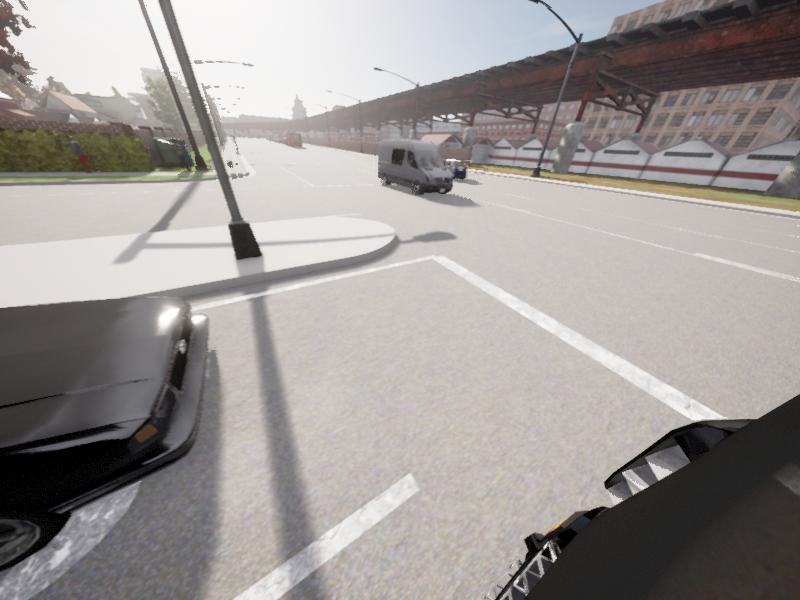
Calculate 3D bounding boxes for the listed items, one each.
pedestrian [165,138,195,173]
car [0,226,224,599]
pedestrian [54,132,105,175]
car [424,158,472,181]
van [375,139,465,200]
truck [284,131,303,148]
[{"bbox_3d":[-13.899,-9.146,14.662,0.751,1.860,0.751,-22,41,-32],"label":"pedestrian"},{"bbox_3d":[-4.147,1.006,0.861,5.357,1.411,2.033,-17,38,-27],"label":"car"},{"bbox_3d":[-17.194,-7.870,12.473,0.751,1.860,0.751,-18,39,-29],"label":"pedestrian"},{"bbox_3d":[4.163,-11.674,20.591,1.970,1.475,3.806,-16,38,-27],"label":"car"},{"bbox_3d":[0.759,-7.890,13.644,1.988,2.561,5.915,-16,38,-27],"label":"van"},{"bbox_3d":[-31.320,-47.360,67.961,2.891,3.827,8.468,-16,39,-27],"label":"truck"}]
